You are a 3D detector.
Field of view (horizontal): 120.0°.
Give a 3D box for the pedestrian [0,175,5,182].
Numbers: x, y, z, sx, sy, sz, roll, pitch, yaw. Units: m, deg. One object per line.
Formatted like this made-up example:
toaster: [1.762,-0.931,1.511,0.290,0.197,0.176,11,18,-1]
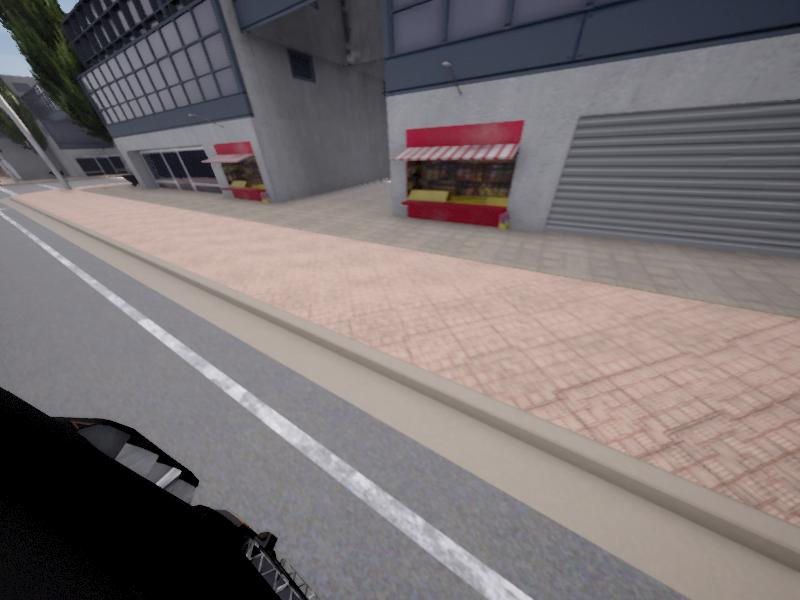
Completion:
pedestrian: [-51.761,-16.061,29.366,0.751,1.860,0.751,19,39,29]
